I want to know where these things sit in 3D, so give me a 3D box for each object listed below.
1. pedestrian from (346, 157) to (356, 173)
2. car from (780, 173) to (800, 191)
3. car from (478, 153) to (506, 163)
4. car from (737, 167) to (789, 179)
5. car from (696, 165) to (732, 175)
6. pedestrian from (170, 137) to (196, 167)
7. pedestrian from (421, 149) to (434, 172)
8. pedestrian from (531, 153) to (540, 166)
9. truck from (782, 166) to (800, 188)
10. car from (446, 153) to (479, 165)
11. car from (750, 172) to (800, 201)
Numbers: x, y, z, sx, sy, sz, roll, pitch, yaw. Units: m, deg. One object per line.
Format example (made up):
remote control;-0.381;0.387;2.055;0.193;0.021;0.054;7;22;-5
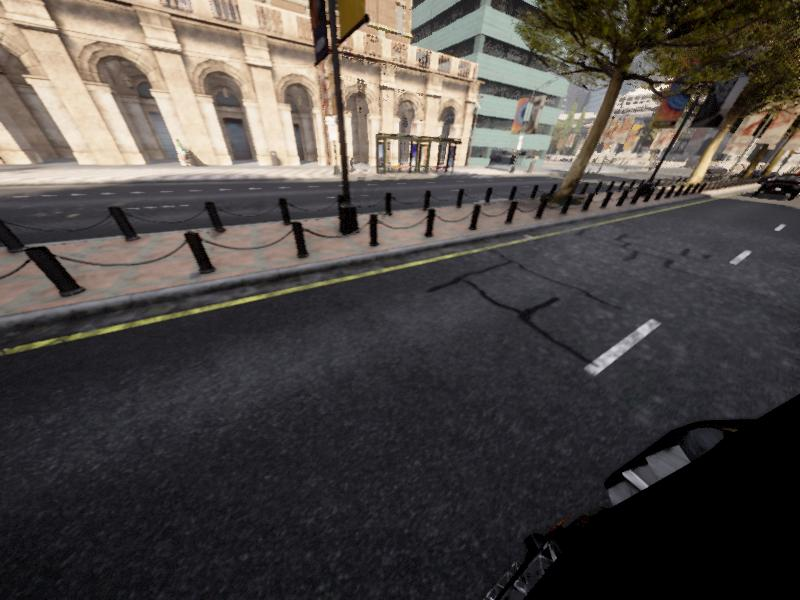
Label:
pedestrian;-4.022;-11.095;18.963;0.500;1.100;0.500;-20;40;-30
car;42.904;-12.542;24.493;3.806;1.475;1.970;-16;38;-26
car;18.164;-27.938;45.545;4.902;1.511;2.128;-16;38;-26
car;69.525;-24.412;44.330;2.152;1.651;5.027;-16;38;-26
car;58.927;-24.317;43.361;5.357;1.411;2.033;-9;36;-17
pedestrian;-16.388;-11.147;17.464;0.751;1.860;0.751;-16;38;-26
pedestrian;2.654;-13.436;22.268;0.751;1.860;0.751;-16;38;-26
pedestrian;23.463;-24.190;39.890;0.751;1.860;0.751;18;36;21
truck;48.559;-14.578;27.057;5.204;2.467;2.627;-16;38;-26
car;10.206;-22.967;37.591;4.786;1.482;2.161;-16;38;-26
car;29.733;-8.821;17.819;5.238;1.638;1.930;-15;38;-26
